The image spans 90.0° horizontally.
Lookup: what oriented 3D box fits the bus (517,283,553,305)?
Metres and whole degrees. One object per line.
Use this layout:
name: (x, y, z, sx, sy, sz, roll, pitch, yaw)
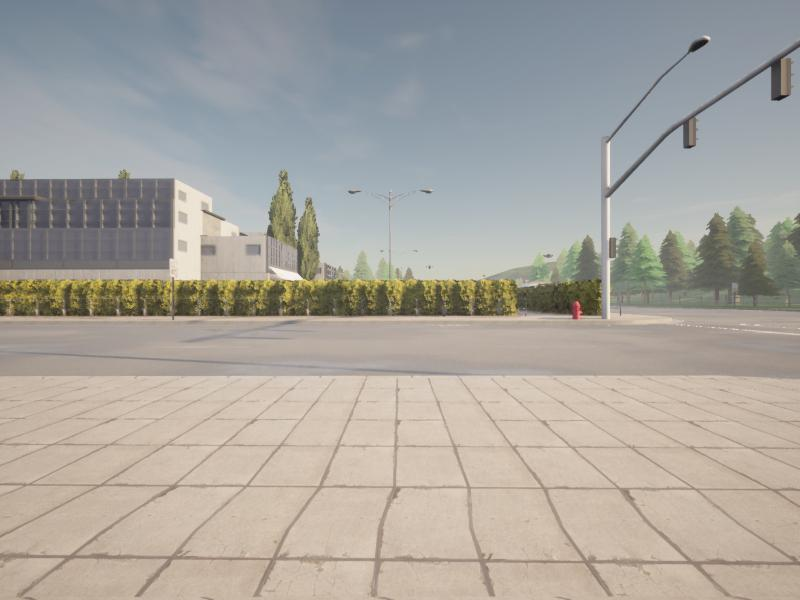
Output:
bus: (27.419, -1.162, 81.814, 3.944, 4.253, 10.273, 0, 0, 1)
